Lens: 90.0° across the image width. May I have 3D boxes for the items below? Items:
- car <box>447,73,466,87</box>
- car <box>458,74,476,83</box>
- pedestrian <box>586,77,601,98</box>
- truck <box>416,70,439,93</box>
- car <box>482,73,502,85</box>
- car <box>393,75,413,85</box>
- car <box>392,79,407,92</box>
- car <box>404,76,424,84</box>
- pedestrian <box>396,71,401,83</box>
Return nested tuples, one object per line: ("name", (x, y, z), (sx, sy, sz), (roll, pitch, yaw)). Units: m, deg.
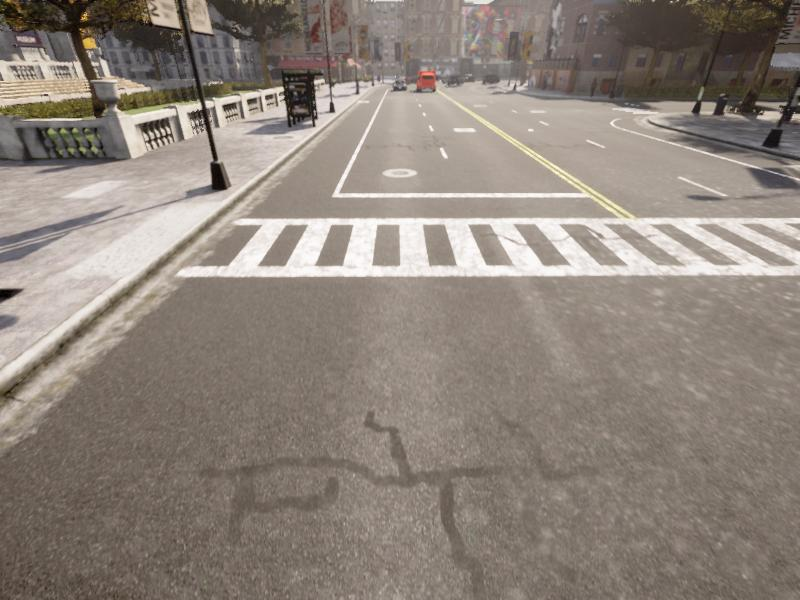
("car", (9.613, -37.459, 68.034), (1.932, 1.855, 4.605), (11, 32, 18))
("car", (13.593, -44.838, 81.101), (1.970, 1.475, 3.806), (20, 36, 31))
("pedestrian", (19.859, -21.850, 41.073), (0.751, 1.860, 0.751), (-12, 33, -20))
("truck", (3.482, -28.559, 52.259), (2.627, 2.467, 5.204), (0, 30, 0))
("car", (17.217, -41.385, 74.732), (1.932, 1.855, 4.605), (18, 35, 28))
("car", (0.571, -39.581, 72.068), (2.002, 1.452, 4.674), (10, 32, 17))
("car", (-0.022, -29.157, 54.348), (1.970, 1.475, 3.806), (0, 30, 0))
("car", (2.733, -42.200, 76.684), (1.895, 1.301, 4.718), (16, 34, 25))
("pedestrian", (-0.306, -43.327, 77.711), (0.751, 1.860, 0.751), (16, 34, 25))
